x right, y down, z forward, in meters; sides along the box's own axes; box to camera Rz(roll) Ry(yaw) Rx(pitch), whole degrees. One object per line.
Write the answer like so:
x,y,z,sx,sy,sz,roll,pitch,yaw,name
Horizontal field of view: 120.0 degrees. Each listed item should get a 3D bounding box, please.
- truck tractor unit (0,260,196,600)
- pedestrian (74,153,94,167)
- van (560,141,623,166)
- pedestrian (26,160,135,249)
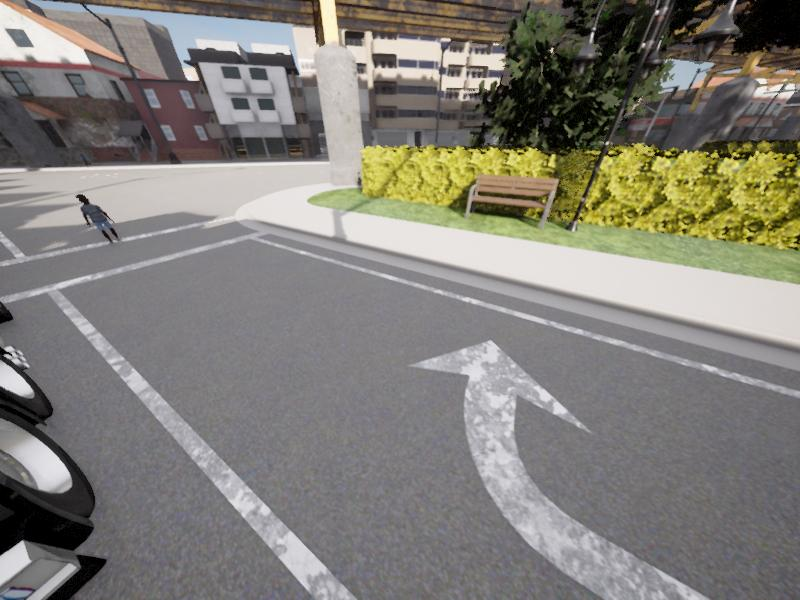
-5.109,-0.301,0.798,6.516,4.208,3.053,18,39,25,truck tractor unit
-30.392,-13.470,22.249,0.500,1.100,0.500,-10,36,-14,pedestrian
19.528,-15.068,23.685,4.480,2.038,2.069,-9,36,-12,van
-7.746,-2.351,5.747,0.751,1.860,0.751,29,45,35,pedestrian
